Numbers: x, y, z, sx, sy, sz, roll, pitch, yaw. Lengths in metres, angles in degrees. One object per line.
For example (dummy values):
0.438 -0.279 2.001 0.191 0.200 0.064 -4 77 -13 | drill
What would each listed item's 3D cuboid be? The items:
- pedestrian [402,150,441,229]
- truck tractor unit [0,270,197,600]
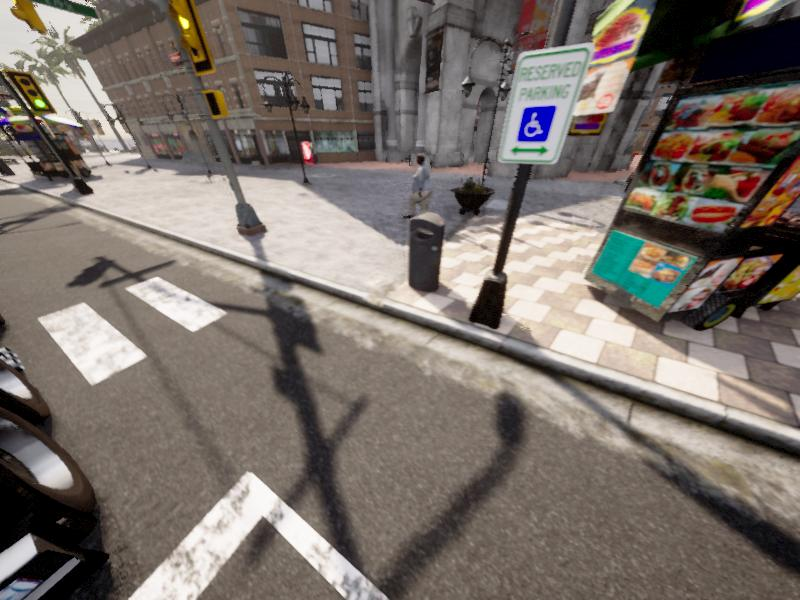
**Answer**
0.573 -3.084 6.501 0.751 1.860 0.751 18 39 25 | pedestrian
-5.122 -0.287 0.774 6.516 4.208 3.053 18 38 24 | truck tractor unit
